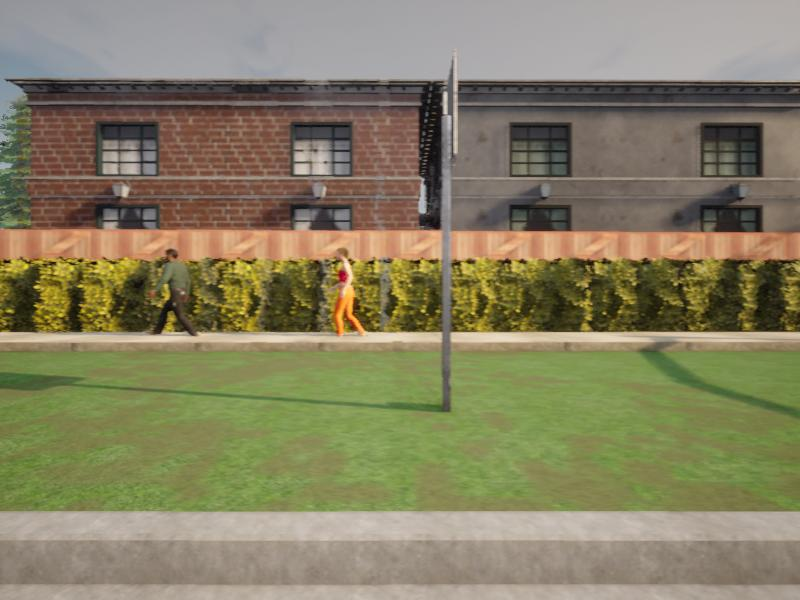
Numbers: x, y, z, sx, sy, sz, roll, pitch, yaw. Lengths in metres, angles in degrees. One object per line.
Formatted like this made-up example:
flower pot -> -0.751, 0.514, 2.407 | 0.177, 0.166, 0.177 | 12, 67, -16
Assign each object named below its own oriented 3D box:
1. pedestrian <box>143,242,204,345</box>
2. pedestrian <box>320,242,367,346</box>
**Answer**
pedestrian -> -4.299, -0.114, 7.639 | 0.751, 1.860, 0.751 | 0, 0, -1
pedestrian -> -1.043, -0.115, 7.554 | 0.751, 1.860, 0.751 | 0, 0, 4
